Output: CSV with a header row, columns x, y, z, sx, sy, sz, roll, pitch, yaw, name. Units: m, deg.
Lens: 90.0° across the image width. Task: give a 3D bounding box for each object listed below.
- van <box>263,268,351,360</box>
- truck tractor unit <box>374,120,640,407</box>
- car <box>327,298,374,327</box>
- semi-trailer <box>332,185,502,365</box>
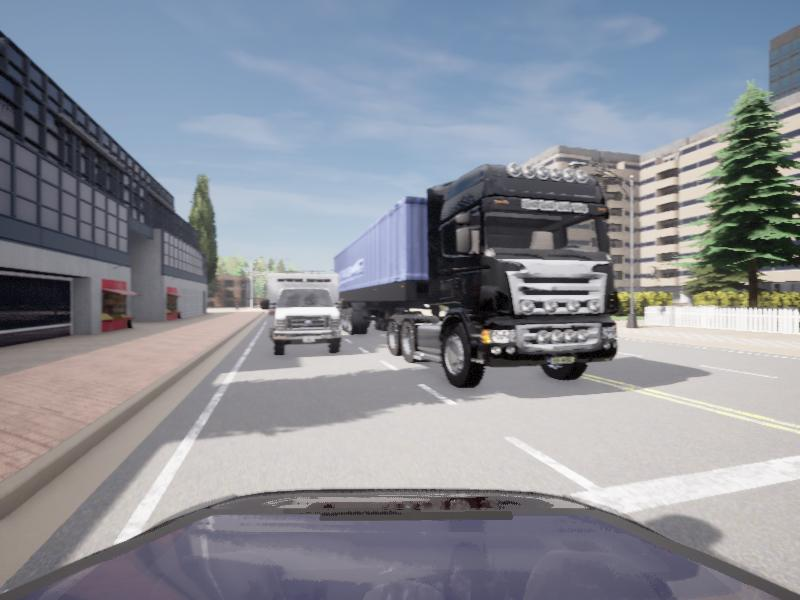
x,y,z,sx,sy,sz,roll,pitch,yaw,name
-3.410,0.376,14.013,2.351,2.431,6.366,0,0,-17,van
1.622,-0.533,9.423,3.053,4.208,6.516,0,0,-17,truck tractor unit
-3.304,0.747,25.892,2.242,1.667,4.611,0,0,-17,car
-0.652,-0.632,17.002,2.717,4.402,14.254,0,0,-17,semi-trailer
